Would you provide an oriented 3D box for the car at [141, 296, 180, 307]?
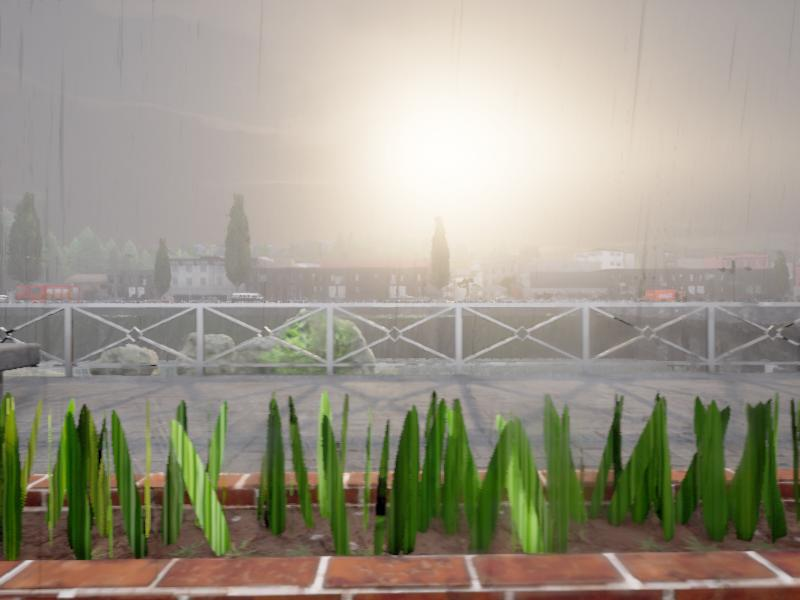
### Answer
[{"bbox_3d":[-38.065,0.221,63.696,5.027,1.651,2.152,0,0,-1],"label":"car"}]

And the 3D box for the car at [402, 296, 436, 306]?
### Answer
[{"bbox_3d":[3.045,0.163,64.430,5.238,1.638,1.930,0,0,-1],"label":"car"}]

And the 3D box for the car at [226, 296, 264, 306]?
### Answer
[{"bbox_3d":[-24.718,0.196,63.943,5.238,1.638,1.930,0,0,-1],"label":"car"}]

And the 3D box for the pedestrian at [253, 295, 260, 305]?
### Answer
[{"bbox_3d":[-25.428,-0.028,70.956,0.751,1.860,0.751,0,0,16],"label":"pedestrian"}]

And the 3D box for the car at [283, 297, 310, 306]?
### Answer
[{"bbox_3d":[-16.500,0.268,64.090,3.806,1.475,1.970,0,0,-1],"label":"car"}]

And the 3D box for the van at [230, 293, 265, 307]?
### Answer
[{"bbox_3d":[-22.797,-0.007,59.980,4.480,2.038,2.069,0,0,-1],"label":"van"}]

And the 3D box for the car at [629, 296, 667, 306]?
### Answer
[{"bbox_3d":[40.385,0.172,65.143,5.008,1.535,1.882,0,0,-1],"label":"car"}]

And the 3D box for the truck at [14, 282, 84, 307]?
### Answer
[{"bbox_3d":[-55.535,-0.872,63.377,8.468,3.827,2.891,0,0,-1],"label":"truck"}]

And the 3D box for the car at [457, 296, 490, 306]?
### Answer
[{"bbox_3d":[11.837,0.161,64.601,4.856,1.649,2.033,0,0,-1],"label":"car"}]

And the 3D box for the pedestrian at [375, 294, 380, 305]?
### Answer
[{"bbox_3d":[-3.771,-0.067,66.886,0.751,1.860,0.751,0,0,3],"label":"pedestrian"}]

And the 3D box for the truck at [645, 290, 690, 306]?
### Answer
[{"bbox_3d":[40.861,-0.297,61.151,5.204,2.467,2.627,0,0,-1],"label":"truck"}]

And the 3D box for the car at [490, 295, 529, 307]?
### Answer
[{"bbox_3d":[16.575,0.147,60.705,5.238,1.638,1.930,0,0,-1],"label":"car"}]

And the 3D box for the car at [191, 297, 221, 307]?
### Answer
[{"bbox_3d":[-30.918,0.285,63.824,3.806,1.475,1.970,0,0,-1],"label":"car"}]

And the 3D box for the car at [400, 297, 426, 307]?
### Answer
[{"bbox_3d":[1.923,0.247,60.437,3.806,1.475,1.970,0,0,-1],"label":"car"}]

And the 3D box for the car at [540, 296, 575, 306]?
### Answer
[{"bbox_3d":[25.514,0.163,64.870,4.974,1.542,2.038,0,0,-1],"label":"car"}]
